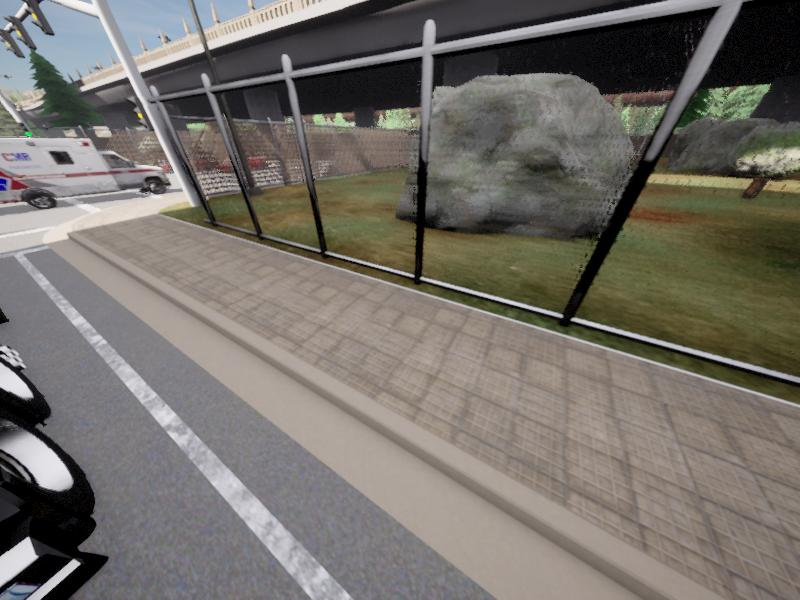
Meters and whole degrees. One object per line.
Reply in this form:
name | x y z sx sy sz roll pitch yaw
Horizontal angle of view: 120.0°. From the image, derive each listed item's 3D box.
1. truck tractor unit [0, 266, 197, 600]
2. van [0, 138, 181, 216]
truck tractor unit | -5.107 -0.306 0.777 6.516 4.208 3.053 18 39 24
van | -14.702 -5.681 10.248 2.351 2.431 6.366 18 38 24
